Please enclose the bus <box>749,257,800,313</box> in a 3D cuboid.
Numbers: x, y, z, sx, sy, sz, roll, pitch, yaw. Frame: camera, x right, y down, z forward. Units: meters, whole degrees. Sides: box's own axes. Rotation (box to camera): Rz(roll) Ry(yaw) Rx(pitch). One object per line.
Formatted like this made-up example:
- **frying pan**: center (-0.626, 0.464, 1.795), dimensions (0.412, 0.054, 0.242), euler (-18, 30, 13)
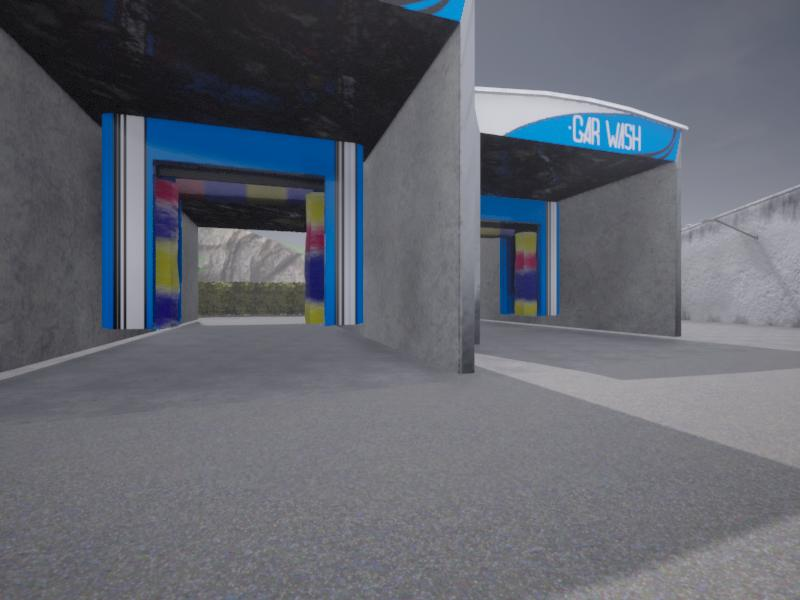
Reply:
- **bus**: center (35.428, -1.135, 32.689), dimensions (10.273, 4.253, 3.944), euler (0, 0, 0)
